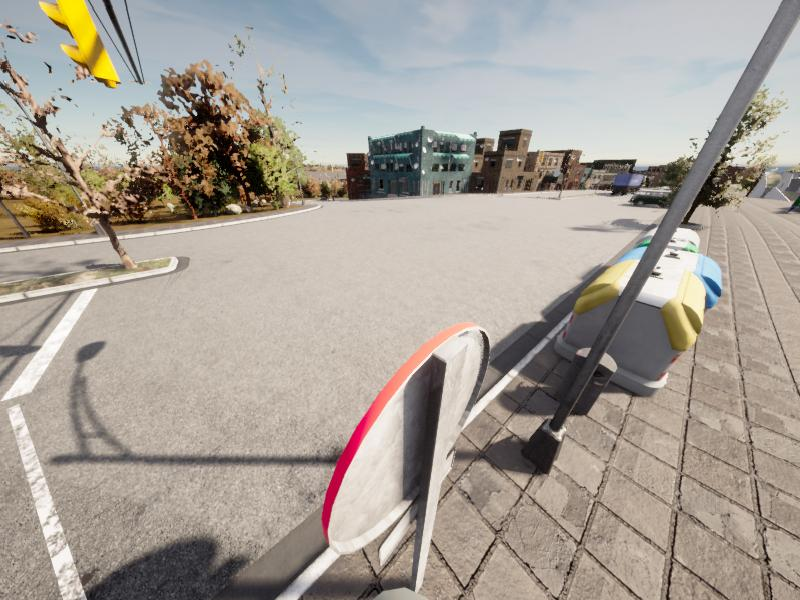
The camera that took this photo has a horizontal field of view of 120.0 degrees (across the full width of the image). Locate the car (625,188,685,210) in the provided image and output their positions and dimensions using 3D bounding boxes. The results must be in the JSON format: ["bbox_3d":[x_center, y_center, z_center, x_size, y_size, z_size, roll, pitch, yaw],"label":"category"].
[{"bbox_3d":[32.099,-12.864,29.311,4.442,1.987,1.878,17,33,25],"label":"car"}]

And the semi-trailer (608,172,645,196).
[{"bbox_3d":[51.734,-26.341,52.555,14.254,4.402,2.717,-20,36,-35],"label":"semi-trailer"}]

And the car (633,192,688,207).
[{"bbox_3d":[36.754,-14.328,32.812,4.674,1.452,2.002,17,33,25],"label":"car"}]

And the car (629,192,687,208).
[{"bbox_3d":[34.472,-13.468,31.109,4.674,1.452,2.002,17,32,25],"label":"car"}]
